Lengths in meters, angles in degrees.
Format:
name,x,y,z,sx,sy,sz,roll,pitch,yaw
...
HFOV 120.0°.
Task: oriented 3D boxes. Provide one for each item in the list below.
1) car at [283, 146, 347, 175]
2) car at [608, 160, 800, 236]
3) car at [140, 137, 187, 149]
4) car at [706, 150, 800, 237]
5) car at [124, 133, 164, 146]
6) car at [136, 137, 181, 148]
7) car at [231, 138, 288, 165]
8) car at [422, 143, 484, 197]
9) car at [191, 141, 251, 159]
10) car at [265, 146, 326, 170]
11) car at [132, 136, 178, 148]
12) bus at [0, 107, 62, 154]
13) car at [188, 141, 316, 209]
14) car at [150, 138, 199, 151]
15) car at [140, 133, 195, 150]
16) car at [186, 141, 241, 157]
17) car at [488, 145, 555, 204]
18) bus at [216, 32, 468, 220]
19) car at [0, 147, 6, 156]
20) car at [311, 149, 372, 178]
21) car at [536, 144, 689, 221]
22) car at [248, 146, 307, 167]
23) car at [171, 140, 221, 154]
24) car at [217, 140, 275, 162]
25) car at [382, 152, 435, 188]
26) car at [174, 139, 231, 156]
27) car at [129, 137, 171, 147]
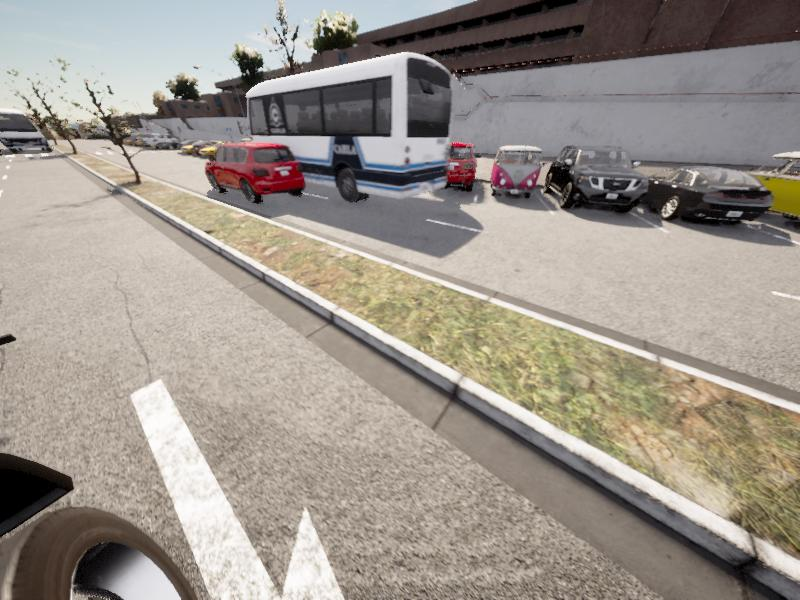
name,x,y,z,sx,sy,sz,roll,pitch,yaw
car,-6.462,-11.247,18.435,1.946,1.575,5.366,11,36,13
car,10.201,-3.955,8.301,2.231,1.521,4.892,10,36,14
car,-39.627,-26.450,38.902,2.097,1.535,5.008,11,36,13
car,12.612,-3.158,6.798,1.878,1.987,4.442,10,36,14
car,-49.150,-30.849,44.506,1.878,1.987,4.442,11,36,13
car,-42.010,-27.515,40.352,2.231,1.521,4.892,11,36,14
car,-13.557,-14.680,22.731,1.878,1.987,4.442,11,36,13
car,3.092,-7.332,12.601,2.435,2.045,5.566,10,36,14
car,-20.710,-17.711,27.155,1.946,1.575,5.366,11,36,13
car,-8.784,-12.405,20.087,2.163,1.488,4.792,11,36,14
car,-44.324,-28.693,41.957,1.946,1.575,5.366,11,36,14
bus,-47.168,-20.925,28.638,10.273,4.253,3.944,24,42,29
car,-6.571,-5.757,10.243,5.566,2.045,2.150,24,41,29
car,-34.880,-24.301,35.998,2.231,1.521,4.892,11,36,13
car,-37.252,-25.598,37.326,2.435,2.045,5.566,11,36,14
car,-23.024,-18.888,28.790,2.163,1.488,4.792,11,36,13
car,5.432,-6.180,11.026,1.878,1.987,4.442,11,36,14
bus,-2.984,-7.161,10.361,10.273,4.253,3.944,24,42,29
car,-43.837,-15.959,24.232,4.181,1.385,1.994,24,42,29
car,-4.046,-10.240,17.115,2.163,1.488,4.792,11,36,13
car,7.832,-5.199,9.610,2.435,2.045,5.566,11,36,14
car,-11.167,-13.452,21.522,2.002,1.452,4.674,11,36,14
car,-27.778,-21.029,31.663,2.002,1.452,4.674,11,36,14
car,-15.919,-15.729,24.312,2.185,1.767,4.553,11,36,13
car,0.707,-8.130,14.209,2.002,1.452,4.674,10,36,14
car,-25.454,-19.883,30.047,1.946,1.575,5.366,11,36,13
car,-46.745,-29.650,43.310,2.163,1.488,4.792,11,36,14
